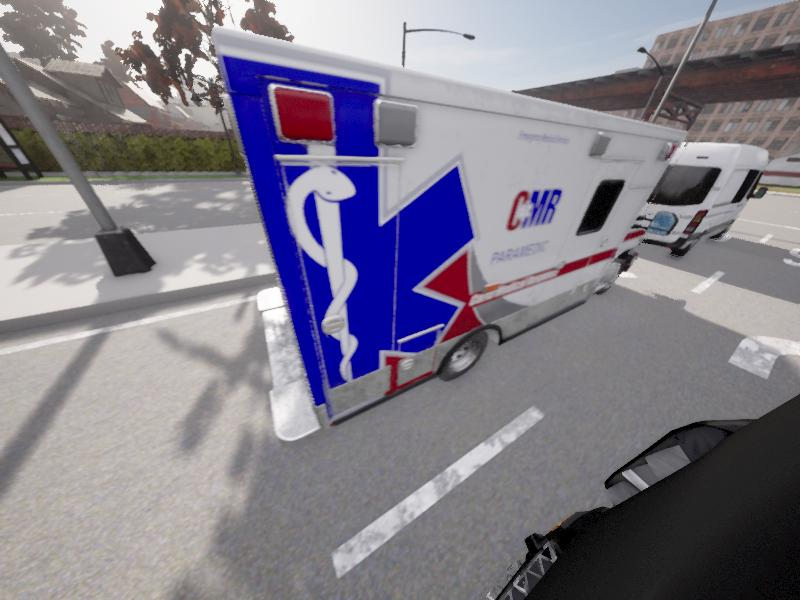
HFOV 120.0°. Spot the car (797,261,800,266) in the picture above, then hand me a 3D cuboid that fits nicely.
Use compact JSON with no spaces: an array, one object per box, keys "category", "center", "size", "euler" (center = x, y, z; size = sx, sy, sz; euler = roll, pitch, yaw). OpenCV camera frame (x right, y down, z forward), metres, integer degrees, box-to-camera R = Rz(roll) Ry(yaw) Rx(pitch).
[{"category":"car","center":[12.550,-1.510,5.802],"size":[3.633,1.501,1.845],"euler":[-15,38,-25]}]

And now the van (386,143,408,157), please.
[{"category":"van","center":[-0.840,-35.580,54.865],"size":[2.351,2.431,6.366],"euler":[-16,39,-26]}]

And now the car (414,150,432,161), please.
[{"category":"car","center":[4.603,-29.615,47.361],"size":[1.789,1.549,3.705],"euler":[-16,39,-26]}]

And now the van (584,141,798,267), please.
[{"category":"van","center":[8.805,-3.129,7.041],"size":[5.915,2.561,1.988],"euler":[-16,38,-26]}]

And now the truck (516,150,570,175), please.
[{"category":"truck","center":[19.444,-18.986,31.792],"size":[2.627,2.467,5.204],"euler":[-16,38,-26]}]

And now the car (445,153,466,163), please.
[{"category":"car","center":[10.694,-27.364,44.534],"size":[1.845,1.501,3.633],"euler":[-16,38,-26]}]

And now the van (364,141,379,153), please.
[{"category":"van","center":[-8.046,-43.137,64.990],"size":[1.988,2.561,5.915],"euler":[-16,39,-26]}]

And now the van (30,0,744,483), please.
[{"category":"van","center":[1.394,-0.975,3.327],"size":[6.366,2.431,2.351],"euler":[-16,38,-26]}]

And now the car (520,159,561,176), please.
[{"category":"car","center":[17.505,-16.641,28.925],"size":[1.789,1.549,3.705],"euler":[-16,38,-26]}]

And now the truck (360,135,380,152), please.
[{"category":"truck","center":[-9.361,-49.070,72.331],"size":[2.891,3.827,8.468],"euler":[-16,39,-26]}]

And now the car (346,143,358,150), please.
[{"category":"car","center":[-15.920,-50.876,76.331],"size":[1.801,1.575,5.366],"euler":[-16,39,-26]}]
